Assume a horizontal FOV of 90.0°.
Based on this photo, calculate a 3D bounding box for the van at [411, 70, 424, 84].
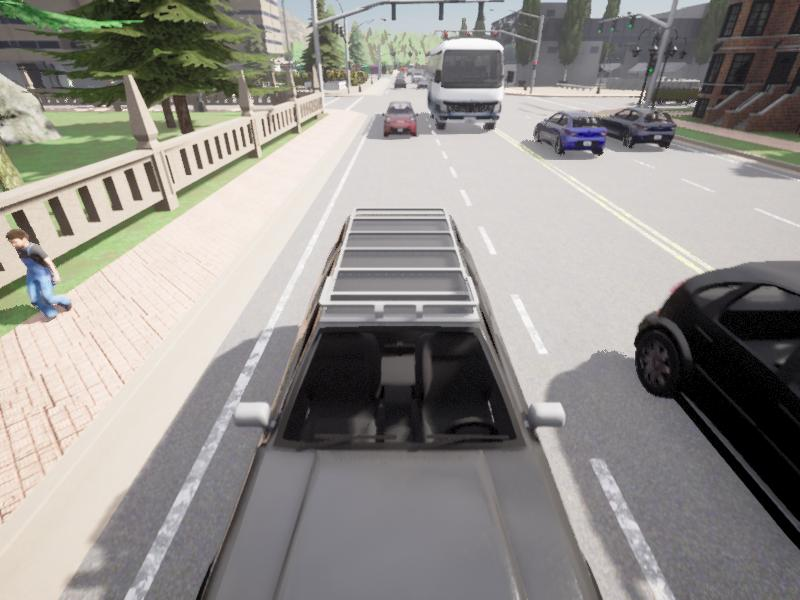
[{"bbox_3d":[3.556,-45.011,80.595,2.351,2.431,6.366,0,30,0],"label":"van"}]

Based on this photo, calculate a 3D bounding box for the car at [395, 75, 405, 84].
[{"bbox_3d":[0.057,-44.110,79.945,1.882,1.535,5.008,0,30,0],"label":"car"}]

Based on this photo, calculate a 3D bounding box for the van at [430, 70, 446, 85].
[{"bbox_3d":[7.056,-42.131,75.668,2.351,2.431,6.366,0,30,0],"label":"van"}]

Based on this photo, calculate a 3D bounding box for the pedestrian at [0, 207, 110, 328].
[{"bbox_3d":[-4.547,-0.418,5.080,0.751,1.300,0.751,2,30,4],"label":"pedestrian"}]

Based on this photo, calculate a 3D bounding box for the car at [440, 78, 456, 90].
[{"bbox_3d":[7.042,-32.165,59.600,1.812,1.442,4.674,0,30,0],"label":"car"}]

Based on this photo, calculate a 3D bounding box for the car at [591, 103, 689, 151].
[{"bbox_3d":[10.512,-7.853,17.980,1.816,1.474,4.193,0,30,0],"label":"car"}]

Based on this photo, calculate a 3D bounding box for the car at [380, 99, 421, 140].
[{"bbox_3d":[0.012,-9.097,20.054,1.845,1.501,3.633,0,30,0],"label":"car"}]

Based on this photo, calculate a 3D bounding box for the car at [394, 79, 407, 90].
[{"bbox_3d":[0.043,-32.365,60.079,1.895,1.301,4.718,0,30,0],"label":"car"}]

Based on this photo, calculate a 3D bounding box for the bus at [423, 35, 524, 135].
[{"bbox_3d":[3.638,-12.759,23.624,3.944,4.253,10.273,0,30,0],"label":"bus"}]

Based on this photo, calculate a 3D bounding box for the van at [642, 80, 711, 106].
[{"bbox_3d":[24.768,-18.691,36.021,4.442,1.987,1.775,0,30,0],"label":"van"}]

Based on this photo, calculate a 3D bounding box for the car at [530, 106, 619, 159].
[{"bbox_3d":[7.011,-7.074,16.648,1.816,1.474,4.193,0,30,0],"label":"car"}]

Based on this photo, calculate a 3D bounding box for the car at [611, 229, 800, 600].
[{"bbox_3d":[3.496,0.982,2.734,1.851,1.617,3.988,0,30,0],"label":"car"}]

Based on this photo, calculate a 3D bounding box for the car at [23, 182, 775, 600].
[{"bbox_3d":[-0.003,0.632,3.061,1.932,1.855,4.605,0,31,0],"label":"car"}]

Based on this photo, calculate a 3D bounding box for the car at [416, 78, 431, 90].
[{"bbox_3d":[3.541,-32.747,60.632,2.033,1.411,5.357,0,30,0],"label":"car"}]
